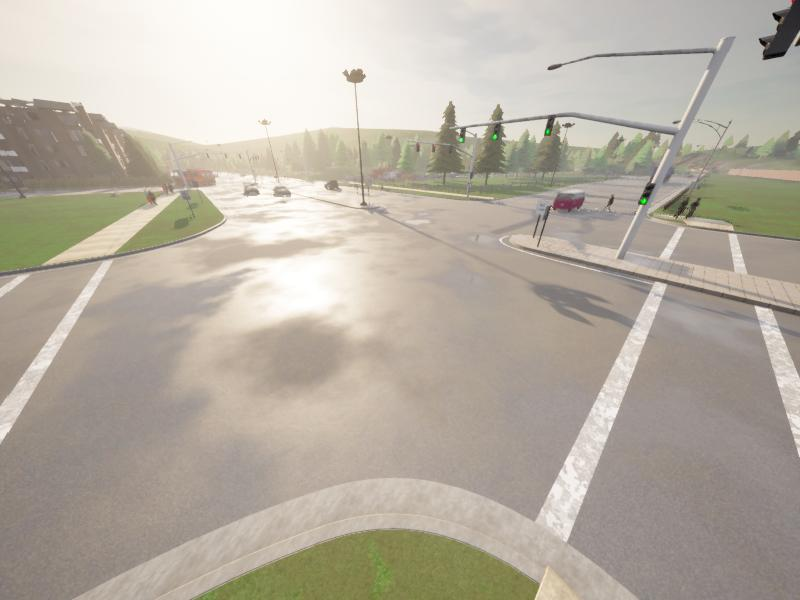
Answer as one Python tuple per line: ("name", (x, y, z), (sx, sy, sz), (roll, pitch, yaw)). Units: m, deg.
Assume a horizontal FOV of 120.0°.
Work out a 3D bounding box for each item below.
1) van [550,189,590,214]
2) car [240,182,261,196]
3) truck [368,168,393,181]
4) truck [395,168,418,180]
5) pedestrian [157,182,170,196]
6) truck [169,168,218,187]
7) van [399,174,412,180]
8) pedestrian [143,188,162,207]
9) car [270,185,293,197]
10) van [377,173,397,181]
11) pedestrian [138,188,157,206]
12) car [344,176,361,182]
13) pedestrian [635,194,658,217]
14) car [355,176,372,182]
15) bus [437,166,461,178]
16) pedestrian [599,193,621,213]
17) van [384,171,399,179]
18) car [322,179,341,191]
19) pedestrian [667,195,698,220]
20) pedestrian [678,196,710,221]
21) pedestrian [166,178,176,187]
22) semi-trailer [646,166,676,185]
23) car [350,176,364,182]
("van", (18.470, -10.794, 25.073), (4.442, 1.987, 1.775), (-23, 37, -34))
("car", (-25.372, -18.921, 39.268), (1.905, 1.878, 3.866), (-22, 37, -34))
("truck", (-6.564, -43.381, 79.672), (8.468, 3.827, 2.891), (-23, 37, -34))
("truck", (2.464, -47.171, 86.237), (8.468, 3.827, 2.891), (-23, 37, -34))
("pedestrian", (-37.111, -17.424, 36.331), (0.751, 1.860, 0.751), (-20, 36, -31))
("truck", (-50.936, -30.530, 57.412), (2.891, 3.827, 8.468), (6, 31, 10))
("van", (1.986, -43.884, 82.386), (4.442, 1.987, 1.775), (-23, 37, -34))
("pedestrian", (-28.345, -11.722, 26.455), (0.751, 1.860, 0.751), (-19, 35, -29))
("car", (-19.491, -17.956, 37.963), (1.837, 1.490, 4.892), (-22, 37, -34))
("van", (-4.328, -41.428, 77.685), (6.366, 2.431, 2.351), (-23, 37, -34))
("pedestrian", (-29.297, -11.958, 26.864), (0.751, 1.860, 0.751), (-20, 35, -30))
("car", (-15.947, -40.647, 77.420), (5.027, 1.651, 2.152), (-23, 37, -34))
("pedestrian", (23.705, -9.111, 22.237), (0.751, 1.860, 0.751), (-18, 35, -28))
("car", (-11.475, -38.083, 72.682), (4.856, 1.649, 2.033), (-23, 37, -34))
("bus", (21.098, -55.096, 99.542), (10.273, 4.253, 3.944), (-23, 37, -34))
("pedestrian", (21.533, -9.967, 23.720), (0.751, 1.860, 0.751), (-5, 30, -9))
("van", (-3.115, -48.858, 90.408), (5.915, 2.561, 1.988), (-23, 37, -34))
("car", (-14.239, -23.961, 47.996), (1.905, 1.878, 3.866), (-22, 37, -34))
("pedestrian", (24.368, -7.973, 19.959), (0.751, 1.860, 0.751), (2, 30, 4))
("pedestrian", (25.016, -7.812, 19.683), (0.751, 1.860, 0.751), (2, 30, 4))
("pedestrian", (-54.136, -27.799, 54.606), (0.751, 1.860, 0.751), (6, 31, 11))
("semi-trailer", (72.595, -34.723, 64.086), (14.254, 4.402, 2.717), (-23, 37, -34))
("car", (-13.993, -39.264, 74.840), (3.988, 1.617, 1.851), (-23, 37, -34))
